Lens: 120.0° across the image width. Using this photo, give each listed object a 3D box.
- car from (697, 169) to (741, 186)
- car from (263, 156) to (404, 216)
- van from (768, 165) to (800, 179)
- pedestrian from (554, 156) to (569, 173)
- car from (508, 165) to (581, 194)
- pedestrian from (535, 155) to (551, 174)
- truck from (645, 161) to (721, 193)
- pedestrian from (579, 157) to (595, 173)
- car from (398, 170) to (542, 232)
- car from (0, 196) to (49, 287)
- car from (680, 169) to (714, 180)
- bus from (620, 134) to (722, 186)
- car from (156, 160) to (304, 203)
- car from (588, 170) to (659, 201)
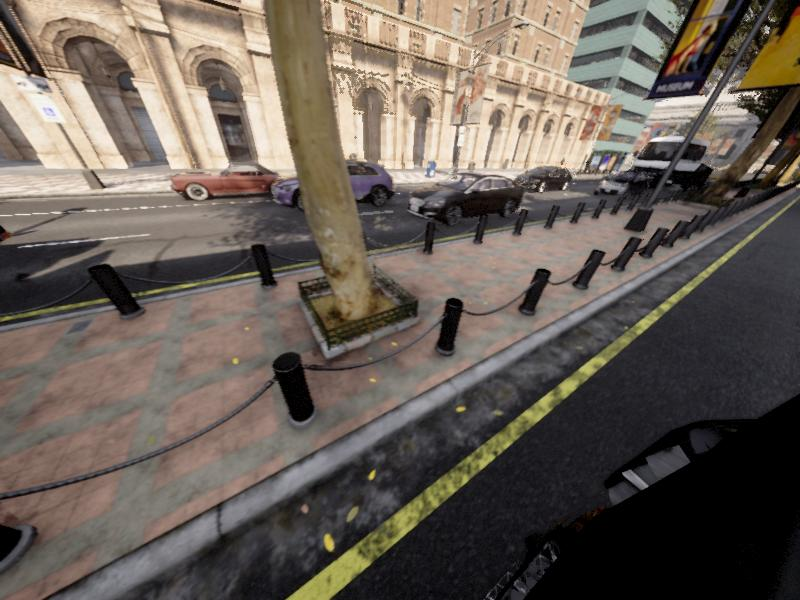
[{"bbox_3d":[37.766,-14.556,27.342,5.366,1.575,1.801,-17,38,-27],"label":"car"},{"bbox_3d":[-2.475,-4.696,9.322,4.856,1.649,2.033,-17,38,-27],"label":"car"},{"bbox_3d":[92.481,-29.905,53.930,2.351,2.431,6.366,-17,38,-27],"label":"van"},{"bbox_3d":[21.451,-18.008,30.659,0.751,1.860,0.751,-13,37,-22],"label":"pedestrian"},{"bbox_3d":[10.025,-8.416,16.014,4.892,1.490,1.837,-17,38,-27],"label":"car"},{"bbox_3d":[17.014,-16.195,27.587,0.751,1.860,0.751,-9,36,-18],"label":"pedestrian"},{"bbox_3d":[24.975,-10.906,20.385,6.274,2.098,2.390,-17,39,-27],"label":"truck"},{"bbox_3d":[25.647,-18.495,31.722,0.751,1.860,0.751,-12,37,-22],"label":"pedestrian"},{"bbox_3d":[2.585,-3.903,8.636,4.902,1.511,2.128,-17,38,-27],"label":"car"},{"bbox_3d":[-8.672,-0.653,2.539,4.605,1.855,1.932,-17,38,-27],"label":"car"},{"bbox_3d":[43.588,-18.463,33.921,4.718,1.301,1.895,-17,38,-27],"label":"car"},{"bbox_3d":[30.308,-15.578,25.875,10.273,4.253,3.944,-17,39,-27],"label":"bus"},{"bbox_3d":[-7.040,-5.296,10.150,4.718,1.301,1.895,-17,39,-27],"label":"car"},{"bbox_3d":[14.383,-7.474,14.912,3.633,1.501,1.845,-17,38,-27],"label":"car"}]
